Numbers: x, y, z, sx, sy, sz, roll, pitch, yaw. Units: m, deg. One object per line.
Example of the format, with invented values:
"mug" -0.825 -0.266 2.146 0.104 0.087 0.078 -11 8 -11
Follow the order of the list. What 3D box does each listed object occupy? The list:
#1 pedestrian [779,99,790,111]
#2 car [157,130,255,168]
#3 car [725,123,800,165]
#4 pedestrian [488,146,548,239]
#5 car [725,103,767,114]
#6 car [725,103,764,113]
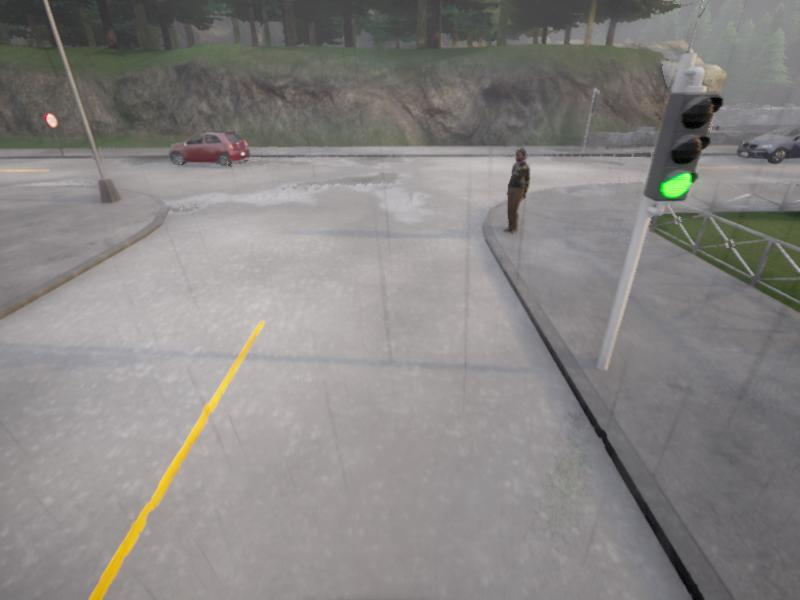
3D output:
"pedestrian" 71.513 -36.287 74.411 0.751 1.860 0.751 1 27 2
"car" -9.306 -7.344 19.354 3.633 1.501 1.845 5 27 10
"car" 19.445 -7.721 19.686 4.611 1.667 2.242 0 27 0
"pedestrian" 2.611 -2.420 8.988 0.751 1.860 0.751 -15 30 -26
"car" 58.108 -32.202 67.267 4.792 1.488 2.163 0 27 0
"car" 60.945 -34.050 70.816 4.892 1.490 1.837 0 27 0
